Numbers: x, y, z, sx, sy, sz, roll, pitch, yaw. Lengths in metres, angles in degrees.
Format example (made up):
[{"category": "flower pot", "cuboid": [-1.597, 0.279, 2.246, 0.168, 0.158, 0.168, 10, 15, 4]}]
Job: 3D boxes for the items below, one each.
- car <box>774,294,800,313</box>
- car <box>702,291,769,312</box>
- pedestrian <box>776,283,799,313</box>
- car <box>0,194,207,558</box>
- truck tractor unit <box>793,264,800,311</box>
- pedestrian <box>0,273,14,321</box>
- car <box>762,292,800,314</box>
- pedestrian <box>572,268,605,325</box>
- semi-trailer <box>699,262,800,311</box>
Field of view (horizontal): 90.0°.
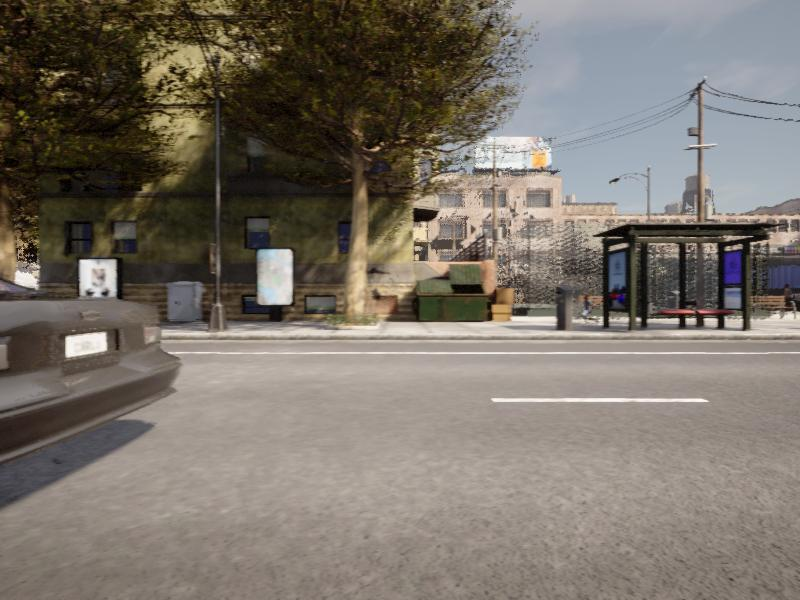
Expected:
[{"category": "car", "cuboid": [32.631, 0.248, 31.402, 2.163, 1.488, 4.792, 0, 0, 0]}, {"category": "car", "cuboid": [29.629, 0.095, 35.580, 2.185, 1.767, 4.553, 0, 0, 0]}, {"category": "pedestrian", "cuboid": [24.092, -0.117, 24.889, 0.751, 1.860, 0.751, 0, 0, 0]}, {"category": "car", "cuboid": [-4.230, 0.295, 2.202, 5.357, 1.411, 2.033, 0, 0, 0]}, {"category": "truck tractor unit", "cuboid": [36.843, -1.121, 32.664, 3.053, 4.208, 6.516, 0, 0, 0]}, {"category": "pedestrian", "cuboid": [-15.536, -0.113, 15.380, 0.751, 1.860, 0.751, 0, 0, 16]}, {"category": "car", "cuboid": [29.711, 0.220, 29.154, 2.097, 1.535, 5.008, 0, 0, 0]}, {"category": "pedestrian", "cuboid": [6.296, -0.115, 13.381, 0.751, 1.860, 0.751, 0, 0, 1]}, {"category": "semi-trailer", "cuboid": [36.911, -1.223, 40.576, 2.717, 4.402, 14.254, 0, 0, 1]}]
